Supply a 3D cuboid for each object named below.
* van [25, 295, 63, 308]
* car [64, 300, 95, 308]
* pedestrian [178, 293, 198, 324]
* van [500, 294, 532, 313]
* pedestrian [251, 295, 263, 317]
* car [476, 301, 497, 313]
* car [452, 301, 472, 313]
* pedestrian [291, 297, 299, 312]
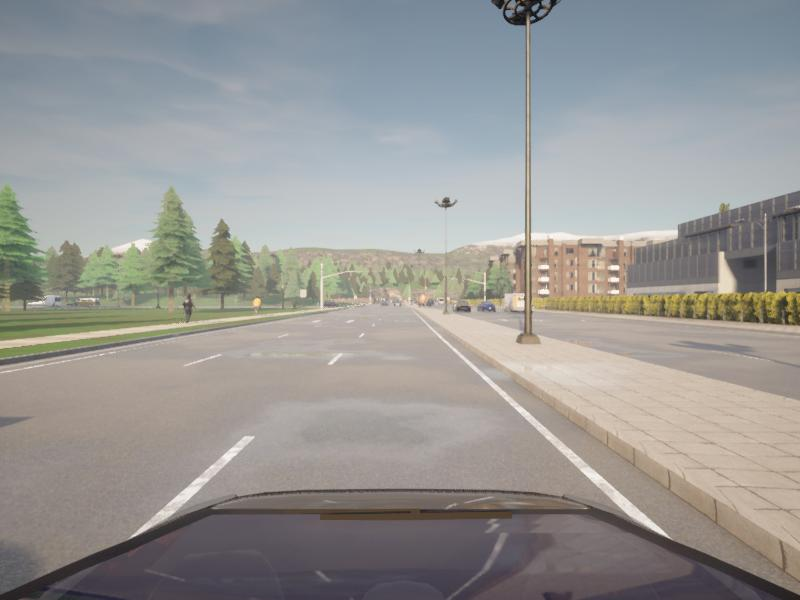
[{"bbox_3d":[-71.718,0.371,80.546,5.915,2.561,1.988,0,0,1],"label":"van"},{"bbox_3d":[-70.093,0.848,87.513,5.238,1.638,1.930,0,0,1],"label":"car"},{"bbox_3d":[-12.791,0.507,24.147,0.751,1.860,0.751,0,0,1],"label":"pedestrian"},{"bbox_3d":[15.247,0.425,52.926,2.351,2.431,6.366,0,0,0],"label":"van"},{"bbox_3d":[-12.628,0.516,35.366,0.751,1.860,0.751,0,0,2],"label":"pedestrian"},{"bbox_3d":[11.755,0.918,54.568,1.812,1.442,4.674,0,0,0],"label":"car"},{"bbox_3d":[8.250,0.874,53.841,2.038,1.542,4.974,0,0,1],"label":"car"},{"bbox_3d":[-12.468,0.527,47.340,0.751,1.860,0.751,0,0,2],"label":"pedestrian"}]
